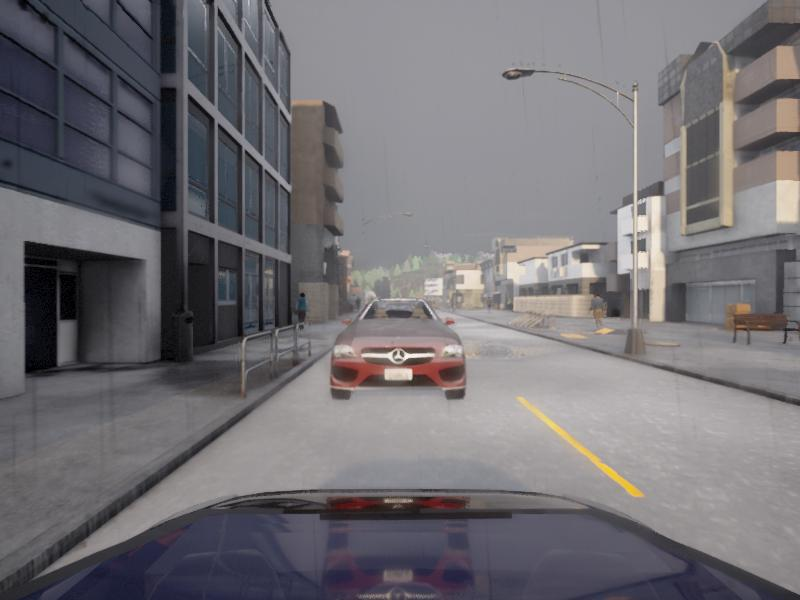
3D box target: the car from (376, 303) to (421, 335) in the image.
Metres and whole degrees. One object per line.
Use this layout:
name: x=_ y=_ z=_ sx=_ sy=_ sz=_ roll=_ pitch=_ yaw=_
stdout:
car: x=-0.079 y=0.864 z=20.800 sx=2.033 sy=1.411 sz=5.357 roll=0 pitch=0 yaw=0

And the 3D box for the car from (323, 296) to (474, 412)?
car: x=-0.033 y=0.768 z=8.209 sx=2.152 sy=1.651 sz=5.027 roll=0 pitch=0 yaw=0

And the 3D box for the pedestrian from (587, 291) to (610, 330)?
pedestrian: x=9.822 y=0.503 z=19.825 sx=0.751 sy=1.860 sz=0.751 roll=0 pitch=0 yaw=-2

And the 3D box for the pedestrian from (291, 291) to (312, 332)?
pedestrian: x=-4.586 y=0.505 z=18.626 sx=0.751 sy=1.860 sz=0.751 roll=0 pitch=0 yaw=4

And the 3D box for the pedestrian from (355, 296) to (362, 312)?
pedestrian: x=-4.843 y=0.464 z=46.722 sx=0.751 sy=1.860 sz=0.751 roll=0 pitch=0 yaw=0

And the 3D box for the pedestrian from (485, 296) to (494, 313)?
pedestrian: x=9.566 y=0.470 z=42.846 sx=0.751 sy=1.860 sz=0.751 roll=0 pitch=0 yaw=-2

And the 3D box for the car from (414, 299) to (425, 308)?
car: x=3.723 y=0.690 z=76.363 sx=1.801 sy=1.575 sz=5.366 roll=0 pitch=0 yaw=0

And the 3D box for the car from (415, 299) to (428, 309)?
car: x=3.749 y=0.670 z=69.114 sx=1.930 sy=1.638 sz=5.238 roll=0 pitch=0 yaw=0
